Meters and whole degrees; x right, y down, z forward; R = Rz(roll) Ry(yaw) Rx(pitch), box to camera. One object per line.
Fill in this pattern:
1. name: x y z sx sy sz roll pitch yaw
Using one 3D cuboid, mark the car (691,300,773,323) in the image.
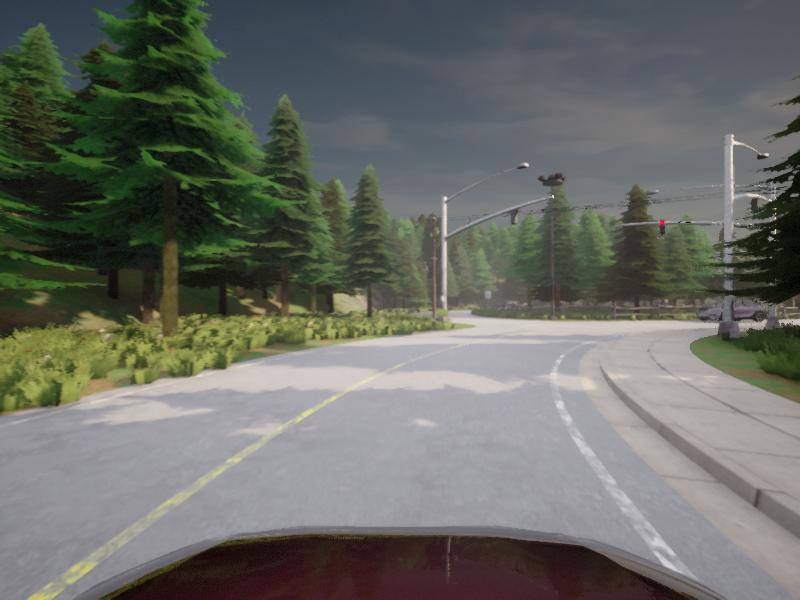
1. car: 24.895 0.818 30.097 4.856 1.649 2.033 0 0 -9
